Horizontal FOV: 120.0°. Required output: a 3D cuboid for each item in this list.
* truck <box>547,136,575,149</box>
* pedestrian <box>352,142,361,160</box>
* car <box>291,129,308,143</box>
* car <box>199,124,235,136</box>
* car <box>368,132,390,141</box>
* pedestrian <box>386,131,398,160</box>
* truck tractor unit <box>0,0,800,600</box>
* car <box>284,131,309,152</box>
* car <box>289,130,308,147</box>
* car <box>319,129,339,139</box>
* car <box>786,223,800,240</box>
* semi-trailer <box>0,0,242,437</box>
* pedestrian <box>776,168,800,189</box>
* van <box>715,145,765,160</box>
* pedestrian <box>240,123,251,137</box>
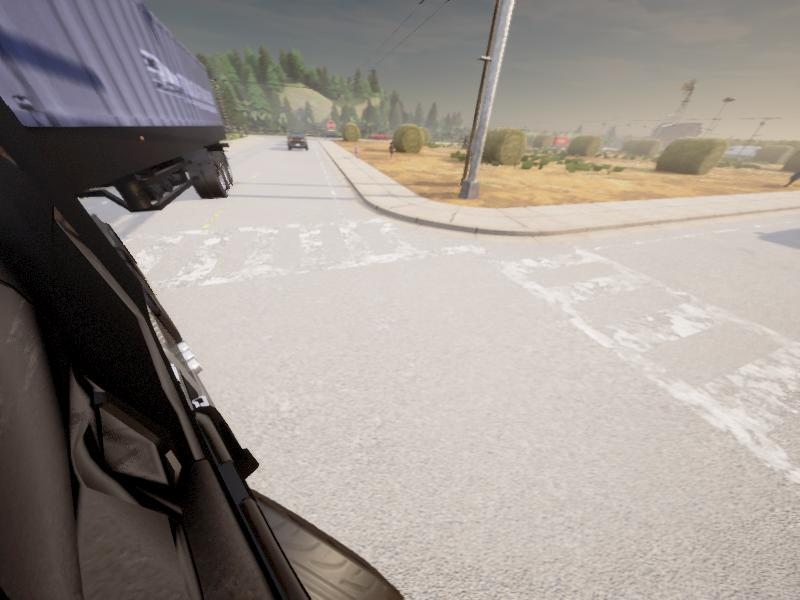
[{"bbox_3d":[42.393,-41.433,60.754,5.204,2.467,2.627,-7,38,-14],"label":"truck"},{"bbox_3d":[-3.317,-11.461,17.807,0.500,1.100,0.500,7,37,5],"label":"pedestrian"},{"bbox_3d":[-15.222,-24.974,35.220,2.007,1.525,4.514,-9,38,-16],"label":"car"},{"bbox_3d":[-33.470,-31.305,42.451,4.514,1.525,2.007,-6,37,-12],"label":"car"},{"bbox_3d":[-4.766,-37.169,52.434,4.514,1.525,2.007,-7,38,-14],"label":"car"},{"bbox_3d":[-0.677,-12.398,18.593,0.751,1.860,0.751,12,37,13],"label":"pedestrian"},{"bbox_3d":[-2.645,-0.295,0.351,6.516,4.208,3.053,28,44,30],"label":"truck tractor unit"},{"bbox_3d":[-10.986,-17.090,24.830,2.038,1.542,4.974,-9,38,-16],"label":"car"},{"bbox_3d":[-13.079,-20.996,29.970,1.882,1.535,5.008,-9,38,-16],"label":"car"},{"bbox_3d":[-15.302,-35.802,49.878,3.806,1.475,1.970,-7,38,-14],"label":"car"},{"bbox_3d":[14.081,-2.358,6.582,3.633,1.501,1.845,-10,38,-17],"label":"car"},{"bbox_3d":[-6.667,-4.454,5.559,2.717,4.402,14.254,-14,40,-21],"label":"semi-trailer"},{"bbox_3d":[25.279,-7.818,14.848,0.500,1.100,0.500,1,36,-2],"label":"pedestrian"},{"bbox_3d":[79.943,-34.908,54.536,1.988,2.561,5.915,-9,38,-16],"label":"van"},{"bbox_3d":[-25.936,-28.677,38.898,0.751,1.860,0.751,23,41,25],"label":"pedestrian"}]
